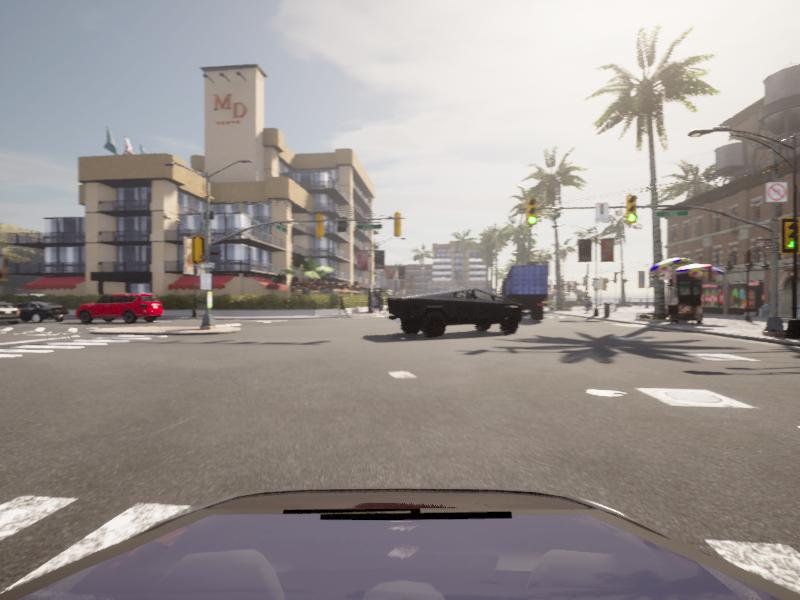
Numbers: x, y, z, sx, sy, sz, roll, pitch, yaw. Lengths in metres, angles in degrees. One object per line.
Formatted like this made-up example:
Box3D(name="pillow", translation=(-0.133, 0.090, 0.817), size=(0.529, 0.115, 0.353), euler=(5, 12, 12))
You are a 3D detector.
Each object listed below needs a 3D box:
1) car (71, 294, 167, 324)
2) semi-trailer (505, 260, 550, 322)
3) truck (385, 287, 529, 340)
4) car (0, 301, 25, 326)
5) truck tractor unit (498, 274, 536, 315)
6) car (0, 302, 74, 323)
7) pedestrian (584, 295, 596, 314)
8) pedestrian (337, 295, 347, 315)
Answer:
Box3D(name="car", translation=(-19.821, 0.594, 28.352), size=(5.566, 2.045, 2.150), euler=(0, 0, 6))
Box3D(name="semi-trailer", translation=(11.029, -0.658, 35.919), size=(2.717, 4.402, 14.254), euler=(0, 0, 13))
Box3D(name="truck", translation=(2.682, 0.530, 18.444), size=(6.274, 2.098, 2.390), euler=(0, 0, -26))
Box3D(name="car", translation=(-26.580, 0.854, 25.564), size=(3.705, 1.549, 1.789), euler=(0, 0, 6))
Box3D(name="truck tractor unit", translation=(12.634, -0.566, 43.664), size=(3.053, 4.208, 6.516), euler=(0, 0, 7))
Box3D(name="car", translation=(-26.821, 0.883, 29.112), size=(4.892, 1.490, 1.837), euler=(0, 0, 6))
Box3D(name="pedestrian", translation=(19.374, 0.433, 40.839), size=(0.751, 1.860, 0.751), euler=(0, 0, -13))
Box3D(name="pedestrian", translation=(-5.331, 0.481, 36.896), size=(0.751, 1.860, 0.751), euler=(0, 0, -18))
